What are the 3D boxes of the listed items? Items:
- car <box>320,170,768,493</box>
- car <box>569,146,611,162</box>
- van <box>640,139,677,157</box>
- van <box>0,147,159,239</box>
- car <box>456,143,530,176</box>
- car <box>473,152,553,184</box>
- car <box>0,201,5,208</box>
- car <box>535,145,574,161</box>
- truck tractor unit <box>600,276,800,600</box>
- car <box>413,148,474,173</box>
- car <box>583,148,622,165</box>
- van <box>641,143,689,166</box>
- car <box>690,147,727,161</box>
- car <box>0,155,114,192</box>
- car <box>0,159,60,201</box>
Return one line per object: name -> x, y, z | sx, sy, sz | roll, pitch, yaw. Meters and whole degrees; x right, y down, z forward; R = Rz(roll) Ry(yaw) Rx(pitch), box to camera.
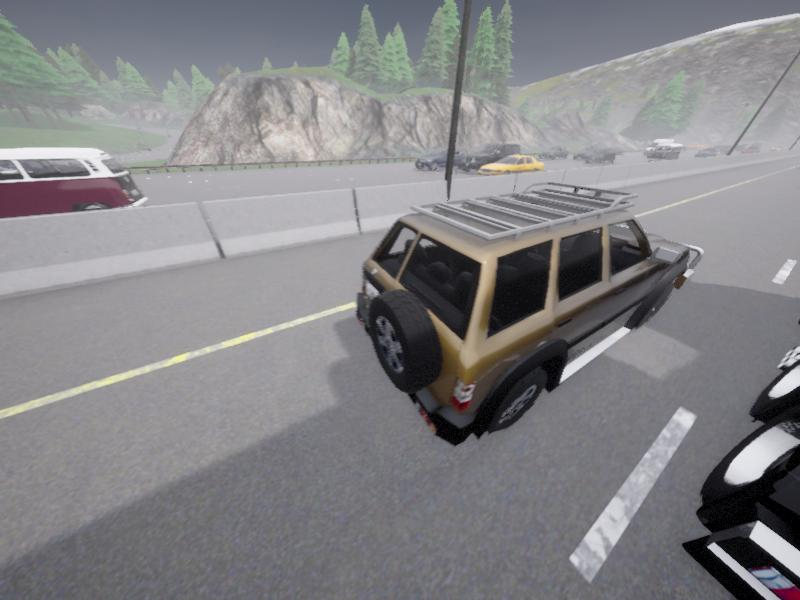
car -> 1.736, -0.374, 2.911 | 4.605, 1.855, 1.932 | -18, 39, -24
car -> 25.812, -19.907, 31.384 | 4.611, 1.667, 2.242 | -18, 39, -25
van -> 45.805, -26.918, 40.884 | 5.915, 2.561, 1.988 | -18, 39, -25
van -> -10.799, -3.228, 6.758 | 4.480, 2.038, 2.069 | -18, 39, -25
car -> 7.660, -11.694, 19.091 | 5.566, 2.045, 2.150 | -18, 39, -25
car -> 7.792, -9.227, 15.952 | 5.366, 1.575, 1.801 | -18, 39, -25
car -> -17.216, -3.349, 7.012 | 4.605, 1.855, 1.932 | -19, 39, -25
car -> 21.998, -20.957, 32.858 | 4.611, 1.667, 2.242 | -18, 39, -25
truck tractor unit -> 5.129, -0.282, 0.751 | 6.516, 4.208, 3.053 | -17, 39, -23
car -> 3.862, -12.579, 20.695 | 5.027, 1.651, 2.152 | -18, 39, -25
car -> 23.682, -16.826, 27.042 | 3.705, 1.549, 1.789 | -18, 39, -25
van -> 31.210, -17.209, 27.237 | 4.480, 2.038, 2.069 | -18, 39, -25
car -> 46.654, -22.145, 34.910 | 4.974, 1.542, 2.038 | -19, 39, -25
car -> -19.987, -6.870, 12.471 | 5.357, 1.411, 2.033 | -18, 39, -25
car -> -18.803, -4.958, 9.691 | 4.674, 1.442, 1.812 | -19, 39, -25
